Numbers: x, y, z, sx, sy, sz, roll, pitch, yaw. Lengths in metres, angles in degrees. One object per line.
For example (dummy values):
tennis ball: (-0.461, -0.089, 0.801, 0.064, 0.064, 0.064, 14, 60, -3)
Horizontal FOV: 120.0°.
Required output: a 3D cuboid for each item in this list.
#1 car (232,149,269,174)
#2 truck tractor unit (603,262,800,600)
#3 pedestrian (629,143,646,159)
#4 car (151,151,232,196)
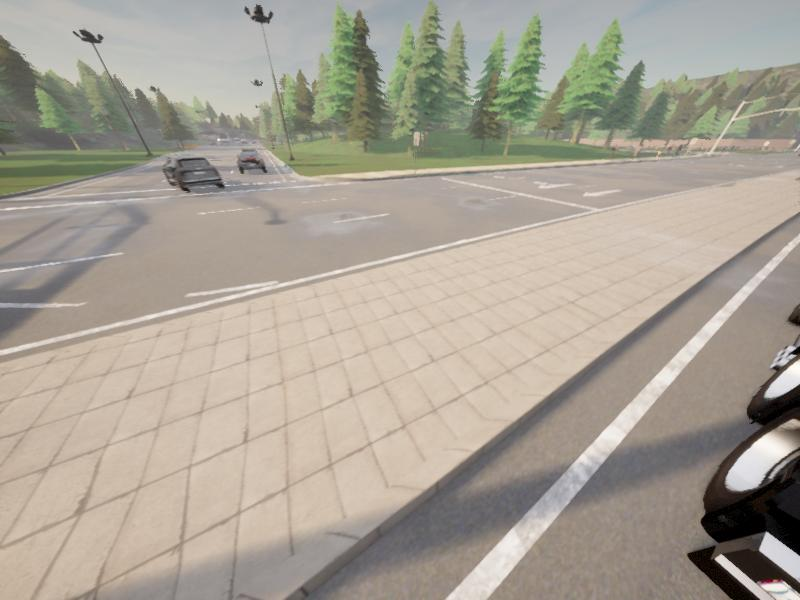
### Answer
car: (-12.721, -11.990, 19.823, 2.038, 1.542, 4.974, -16, 38, -22)
truck tractor unit: (5.108, -0.301, 0.798, 6.516, 4.208, 3.053, -18, 39, -24)
pedestrian: (33.228, -20.805, 32.336, 0.751, 1.860, 0.751, -16, 38, -23)
car: (-11.598, -7.162, 12.801, 4.856, 1.649, 2.033, 28, 45, 34)
